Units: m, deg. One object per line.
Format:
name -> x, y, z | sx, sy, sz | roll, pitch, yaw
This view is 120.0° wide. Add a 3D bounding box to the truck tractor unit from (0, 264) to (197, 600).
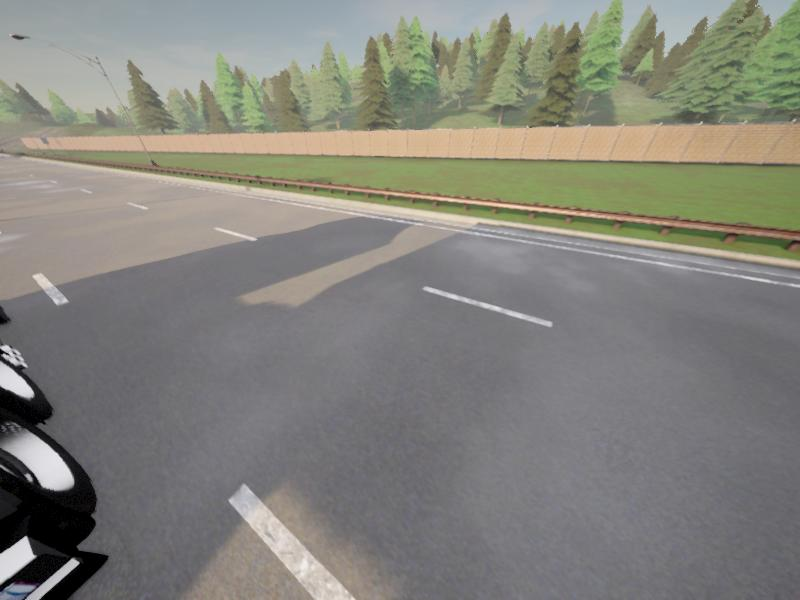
truck tractor unit -> -5.114, -0.297, 0.780 | 6.516, 4.208, 3.053 | 18, 39, 24
